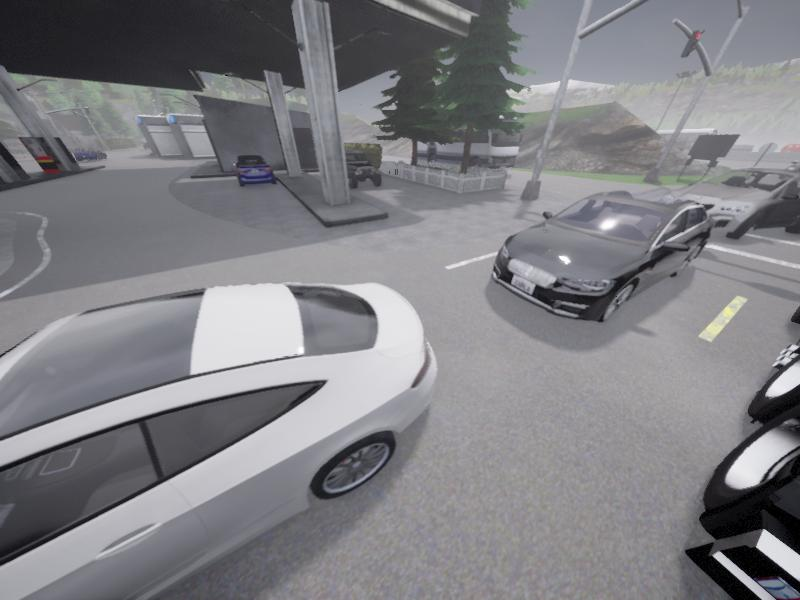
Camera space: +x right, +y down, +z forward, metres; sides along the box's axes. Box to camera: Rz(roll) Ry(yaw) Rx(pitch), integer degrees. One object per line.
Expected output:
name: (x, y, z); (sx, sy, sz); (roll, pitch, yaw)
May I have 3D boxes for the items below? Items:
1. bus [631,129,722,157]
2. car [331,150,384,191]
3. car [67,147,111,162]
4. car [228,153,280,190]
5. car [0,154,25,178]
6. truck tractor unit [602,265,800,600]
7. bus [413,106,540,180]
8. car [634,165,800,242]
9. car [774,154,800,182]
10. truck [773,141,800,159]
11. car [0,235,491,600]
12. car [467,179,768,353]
bus: (54.446, -31.409, 46.140); (3.944, 4.253, 10.273); (-18, 39, -24)
car: (-2.764, -8.386, 14.719); (1.905, 1.878, 3.866); (-18, 39, -25)
car: (-39.518, -18.664, 29.536); (1.816, 1.474, 4.193); (-18, 39, -24)
car: (-9.839, -8.793, 15.540); (2.242, 1.667, 4.611); (-18, 39, -25)
car: (-30.368, -9.469, 16.495); (1.994, 1.385, 4.181); (-18, 39, -24)
truck tractor unit: (5.109, -0.304, 0.775); (6.516, 4.208, 3.053); (-18, 39, -24)
bus: (5.640, -13.785, 20.453); (3.944, 4.253, 10.273); (-18, 39, -24)
car: (10.714, -3.139, 7.215); (4.611, 1.667, 2.242); (-7, 35, -13)
car: (29.841, -9.577, 16.645); (4.974, 1.542, 2.038); (-18, 39, -24)
truck: (68.176, -25.089, 38.735); (2.627, 2.467, 5.204); (-18, 39, -24)
car: (-1.866, 0.870, 1.637); (4.674, 1.442, 1.812); (-18, 38, -25)
car: (3.980, -1.141, 4.346); (4.902, 1.511, 2.128); (-18, 39, -24)
